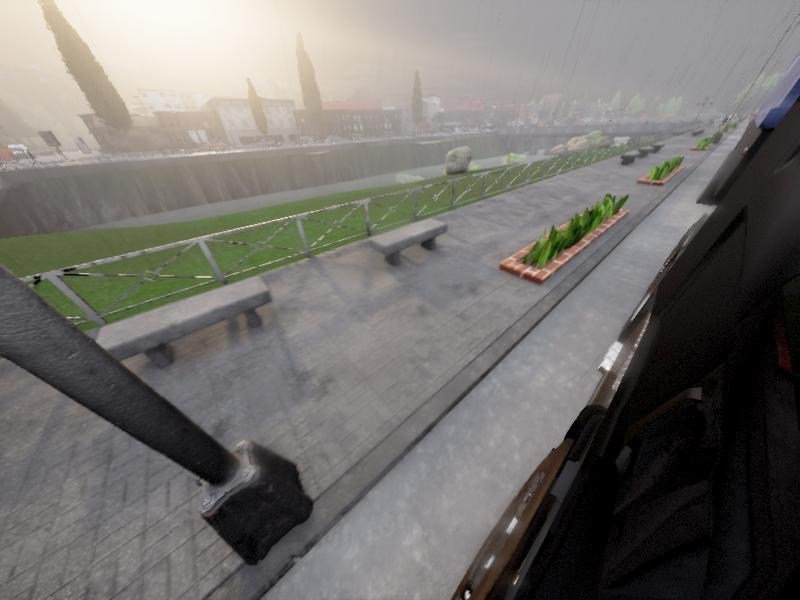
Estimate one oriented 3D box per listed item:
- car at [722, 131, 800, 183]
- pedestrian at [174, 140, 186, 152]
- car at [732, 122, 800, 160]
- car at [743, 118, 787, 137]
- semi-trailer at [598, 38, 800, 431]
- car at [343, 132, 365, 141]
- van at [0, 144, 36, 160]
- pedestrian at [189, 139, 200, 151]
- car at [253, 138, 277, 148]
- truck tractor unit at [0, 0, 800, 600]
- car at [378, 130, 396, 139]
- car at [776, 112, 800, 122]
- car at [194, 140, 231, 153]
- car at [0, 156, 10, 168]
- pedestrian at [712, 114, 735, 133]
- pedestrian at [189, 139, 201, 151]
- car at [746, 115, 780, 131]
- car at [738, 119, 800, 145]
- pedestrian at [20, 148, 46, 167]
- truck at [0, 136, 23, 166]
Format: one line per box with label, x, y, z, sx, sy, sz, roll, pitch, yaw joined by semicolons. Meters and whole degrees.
car;15.727;-6.108;9.680;4.181;1.385;1.994;-28;44;-30
pedestrian;-41.682;-29.130;43.754;0.751;1.860;0.751;-12;38;-12
car;21.920;-9.477;13.659;4.514;1.525;2.007;-28;43;-30
car;37.747;-17.905;23.964;4.193;1.474;1.816;-28;43;-30
semi-trailer;8.693;-3.607;4.235;14.254;4.402;2.717;-28;44;-30
car;-11.922;-42.686;60.374;5.238;1.638;1.930;-28;44;-29
van;-84.258;-32.734;51.023;1.988;2.561;5.915;-28;43;-30
pedestrian;-39.917;-30.100;44.939;0.751;1.860;0.751;-21;40;-23
car;-28.803;-33.603;49.440;3.806;1.475;1.970;-28;43;-30
truck tractor unit;2.645;-0.295;0.351;6.516;4.208;3.053;-28;44;-30
car;-3.602;-47.135;65.788;4.856;1.649;2.033;-28;43;-30
car;84.938;-40.000;50.437;4.611;1.667;2.242;-28;43;-30
car;-36.144;-29.741;44.620;5.027;1.651;2.152;-28;44;-30
car;-55.688;-17.852;29.955;2.033;1.649;4.856;12;39;21
pedestrian;39.788;-21.756;28.459;0.751;1.860;0.751;19;42;26
pedestrian;-39.543;-29.789;44.497;0.751;1.860;0.751;-6;37;-5
car;48.759;-23.810;31.106;5.008;1.535;1.882;-28;44;-30
car;29.866;-13.719;18.824;4.514;1.525;2.007;-28;44;-30
pedestrian;-44.433;-17.229;27.970;0.751;1.860;0.751;28;47;35
truck;-63.581;-22.869;35.366;2.891;3.827;8.468;-28;43;-30
